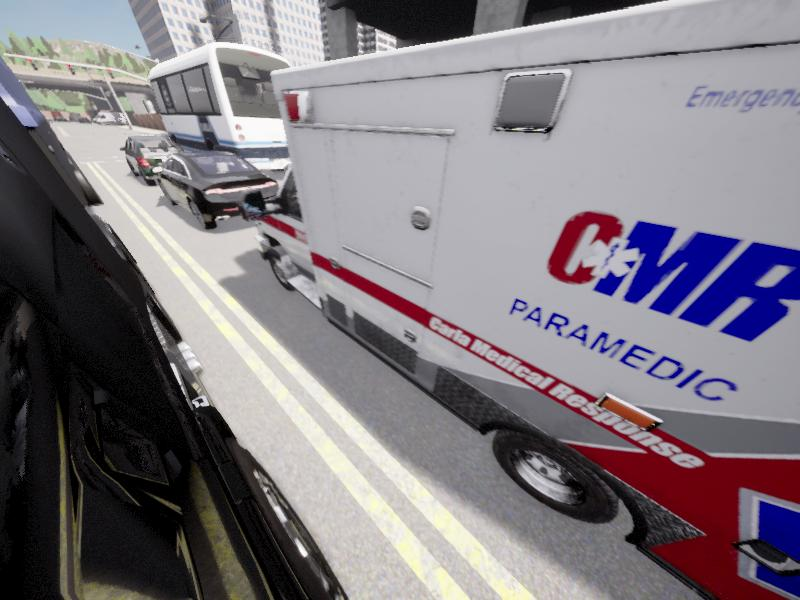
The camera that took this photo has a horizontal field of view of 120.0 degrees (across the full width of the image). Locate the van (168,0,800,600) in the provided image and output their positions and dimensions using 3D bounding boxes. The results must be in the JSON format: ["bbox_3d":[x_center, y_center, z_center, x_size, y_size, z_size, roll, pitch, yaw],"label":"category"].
[{"bbox_3d":[0.639,-0.554,2.380,6.366,2.431,2.351,28,44,30],"label":"van"}]

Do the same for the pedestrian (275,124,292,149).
[{"bbox_3d":[-10.768,-15.129,21.385,0.751,1.860,0.751,31,45,33],"label":"pedestrian"}]

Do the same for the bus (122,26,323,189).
[{"bbox_3d":[-8.967,-9.027,11.633,10.273,4.253,3.944,28,44,30],"label":"bus"}]

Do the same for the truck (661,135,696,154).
[{"bbox_3d":[47.531,-26.679,39.607,2.615,2.467,5.204,28,44,30],"label":"truck"}]

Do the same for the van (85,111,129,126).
[{"bbox_3d":[-71.845,-44.574,56.874,1.988,2.561,5.915,16,39,17],"label":"van"}]

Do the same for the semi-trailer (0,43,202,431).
[{"bbox_3d":[-8.713,-3.581,4.235,14.254,4.402,2.717,28,44,30],"label":"semi-trailer"}]

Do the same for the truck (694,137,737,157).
[{"bbox_3d":[50.827,-24.926,37.451,2.615,2.467,5.204,28,44,30],"label":"truck"}]

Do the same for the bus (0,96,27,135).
[{"bbox_3d":[-47.910,-21.624,26.269,10.273,4.253,3.944,28,44,30],"label":"bus"}]

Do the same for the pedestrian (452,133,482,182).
[{"bbox_3d":[3.118,-6.696,10.902,0.751,1.860,0.751,29,44,31],"label":"pedestrian"}]

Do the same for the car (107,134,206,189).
[{"bbox_3d":[-10.125,-5.894,9.637,3.705,1.549,1.789,28,44,30],"label":"car"}]

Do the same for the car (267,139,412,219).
[{"bbox_3d":[-2.142,-4.452,8.062,4.611,1.667,2.242,28,44,30],"label":"car"}]

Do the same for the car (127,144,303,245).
[{"bbox_3d":[-5.203,-3.270,6.444,4.902,1.511,2.128,28,44,30],"label":"car"}]

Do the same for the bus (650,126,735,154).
[{"bbox_3d":[61.907,-34.454,49.571,10.273,4.253,3.944,28,44,30],"label":"bus"}]

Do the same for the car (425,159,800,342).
[{"bbox_3d":[3.281,-1.544,4.559,5.366,1.575,1.801,28,44,30],"label":"car"}]

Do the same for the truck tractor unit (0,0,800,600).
[{"bbox_3d":[-2.645,-0.295,0.351,6.516,4.208,3.053,28,44,30],"label":"truck tractor unit"}]
